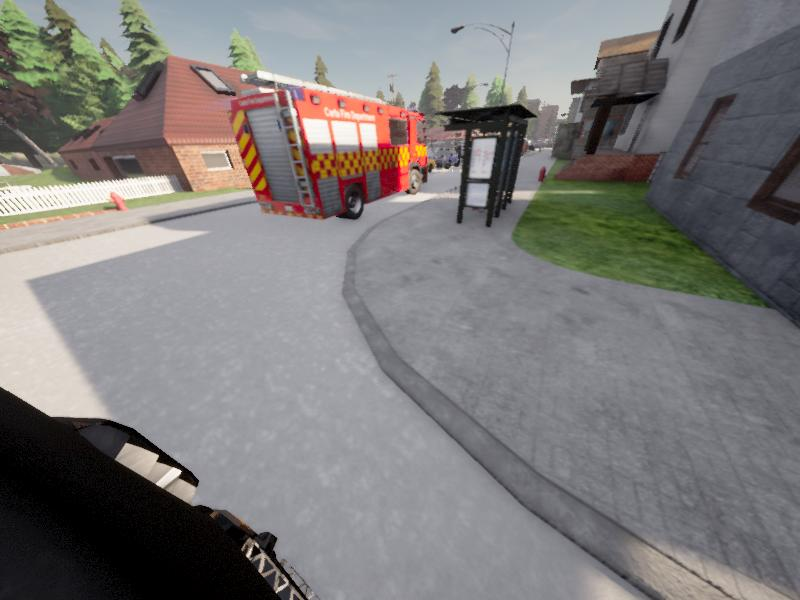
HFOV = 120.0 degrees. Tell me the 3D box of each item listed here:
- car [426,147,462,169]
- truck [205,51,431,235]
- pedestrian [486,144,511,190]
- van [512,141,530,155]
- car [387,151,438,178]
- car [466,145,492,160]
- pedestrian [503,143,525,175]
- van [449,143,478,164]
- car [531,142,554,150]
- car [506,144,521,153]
[{"bbox_3d":[4.735,-15.090,24.447,2.097,1.767,4.553,17,38,27],"label":"car"},{"bbox_3d":[-1.679,-5.993,9.463,2.891,3.827,8.468,15,37,24],"label":"truck"},{"bbox_3d":[4.769,-6.474,11.289,0.751,1.860,0.751,9,35,16],"label":"pedestrian"},{"bbox_3d":[21.149,-26.594,40.389,1.775,1.987,4.442,17,38,26],"label":"van"},{"bbox_3d":[1.212,-11.544,19.574,1.801,1.575,5.366,18,39,27],"label":"car"},{"bbox_3d":[11.540,-21.579,33.802,2.242,1.667,4.611,17,38,27],"label":"car"},{"bbox_3d":[7.829,-9.701,15.923,0.751,1.860,0.751,-28,42,-33],"label":"pedestrian"},{"bbox_3d":[7.989,-18.331,28.853,2.069,2.038,4.480,17,38,26],"label":"van"},{"bbox_3d":[40.126,-43.539,65.338,4.902,1.511,2.128,1,34,4],"label":"car"},{"bbox_3d":[27.284,-36.389,55.460,2.163,1.488,4.792,17,38,26],"label":"car"}]
